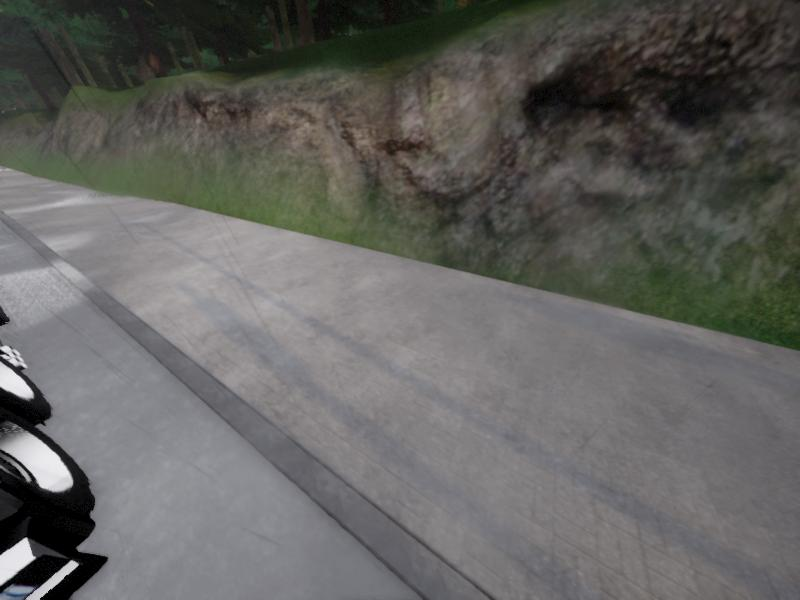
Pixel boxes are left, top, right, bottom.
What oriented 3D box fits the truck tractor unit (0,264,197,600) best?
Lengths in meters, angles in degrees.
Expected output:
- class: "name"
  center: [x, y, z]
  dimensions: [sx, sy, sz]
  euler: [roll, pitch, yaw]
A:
- class: "truck tractor unit"
  center: [-5.110, -0.301, 0.783]
  dimensions: [6.516, 4.208, 3.053]
  euler: [18, 39, 24]
